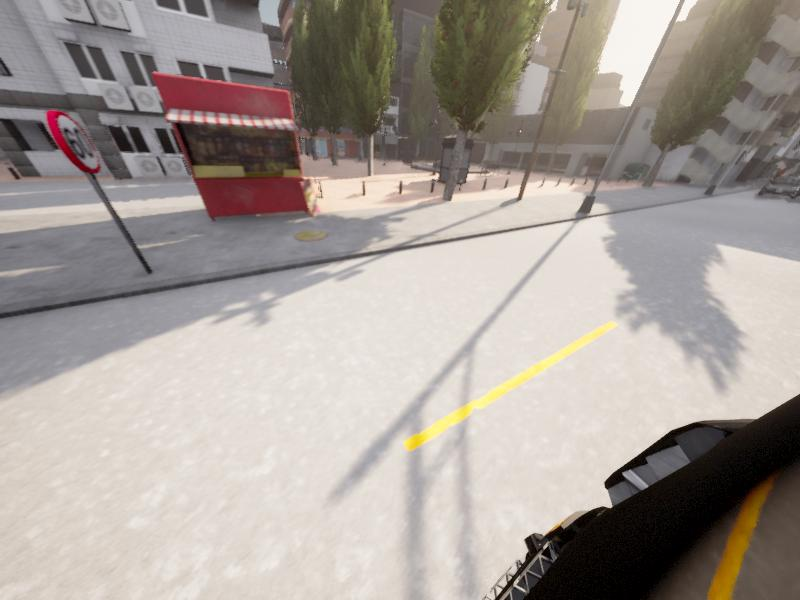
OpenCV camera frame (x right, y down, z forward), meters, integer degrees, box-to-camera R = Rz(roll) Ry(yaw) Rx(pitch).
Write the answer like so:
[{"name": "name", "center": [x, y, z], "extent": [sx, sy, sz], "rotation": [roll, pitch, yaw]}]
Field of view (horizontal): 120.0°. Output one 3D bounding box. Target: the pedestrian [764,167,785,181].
[{"name": "pedestrian", "center": [57.609, -19.408, 35.546], "extent": [0.751, 1.860, 0.751], "rotation": [-11, 36, -20]}]

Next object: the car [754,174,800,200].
[{"name": "car", "center": [32.208, -9.474, 19.235], "extent": [4.514, 1.525, 2.007], "rotation": [-16, 38, -26]}]

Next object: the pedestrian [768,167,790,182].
[{"name": "pedestrian", "center": [55.958, -18.533, 34.109], "extent": [0.751, 1.860, 0.751], "rotation": [-13, 37, -22]}]
